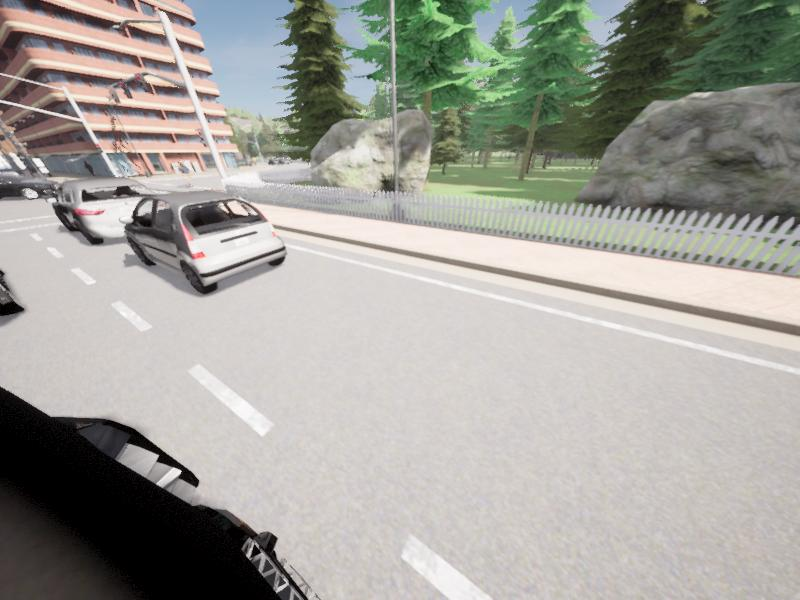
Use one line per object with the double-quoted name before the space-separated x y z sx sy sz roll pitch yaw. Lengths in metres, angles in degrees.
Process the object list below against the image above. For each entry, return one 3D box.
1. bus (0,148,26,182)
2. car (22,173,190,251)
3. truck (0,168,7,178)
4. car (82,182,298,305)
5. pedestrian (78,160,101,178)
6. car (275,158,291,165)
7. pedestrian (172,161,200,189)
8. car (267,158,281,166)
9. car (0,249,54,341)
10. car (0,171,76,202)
"bus" -51.706 -16.979 28.242 10.273 4.253 3.944 17 37 26
"car" -9.932 -3.230 7.877 4.611 1.667 2.242 17 37 26
"truck" -62.576 -20.203 33.999 8.468 3.827 2.891 17 37 26
"car" -4.564 -1.550 5.146 3.988 1.617 1.851 17 37 26
"pedestrian" -37.683 -15.913 28.059 0.751 1.860 0.751 14 36 22
"car" -30.597 -36.213 60.339 3.806 1.475 1.970 26 41 36
"pedestrian" -16.575 -9.718 17.920 0.751 1.860 0.751 18 37 27
"car" -30.733 -33.755 56.324 1.789 1.549 3.705 -28 41 -35
"car" -8.154 -0.418 3.564 4.902 1.511 2.128 17 37 26
"car" -25.090 -7.200 14.662 4.892 1.490 1.837 -12 34 -16
